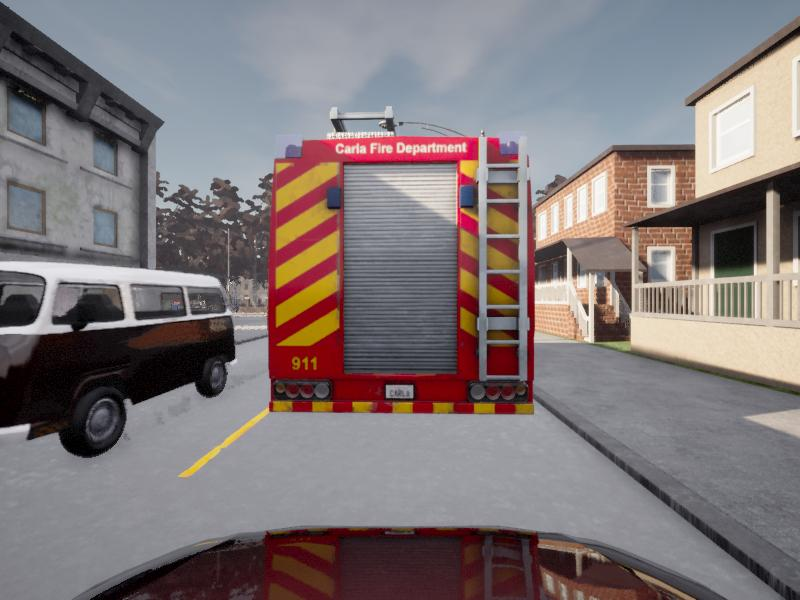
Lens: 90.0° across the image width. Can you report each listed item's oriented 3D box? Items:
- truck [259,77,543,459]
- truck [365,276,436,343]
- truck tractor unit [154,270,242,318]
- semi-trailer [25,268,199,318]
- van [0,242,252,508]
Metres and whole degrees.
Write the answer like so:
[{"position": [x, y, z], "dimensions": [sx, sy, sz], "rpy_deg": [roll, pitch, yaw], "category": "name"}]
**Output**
[{"position": [0.146, -0.321, 8.301], "dimensions": [2.891, 3.827, 8.468], "rpy_deg": [0, 0, 2], "category": "truck"}, {"position": [0.173, 0.357, 17.323], "dimensions": [2.627, 2.467, 5.204], "rpy_deg": [0, 0, 4], "category": "truck"}, {"position": [-18.255, -0.522, 36.494], "dimensions": [6.516, 4.208, 3.053], "rpy_deg": [0, 0, 1], "category": "truck tractor unit"}, {"position": [-26.165, -0.618, 36.695], "dimensions": [14.254, 4.402, 2.717], "rpy_deg": [0, 0, 2], "category": "semi-trailer"}, {"position": [-3.873, 0.571, 5.321], "dimensions": [2.069, 2.038, 4.480], "rpy_deg": [0, 0, 1], "category": "van"}]
